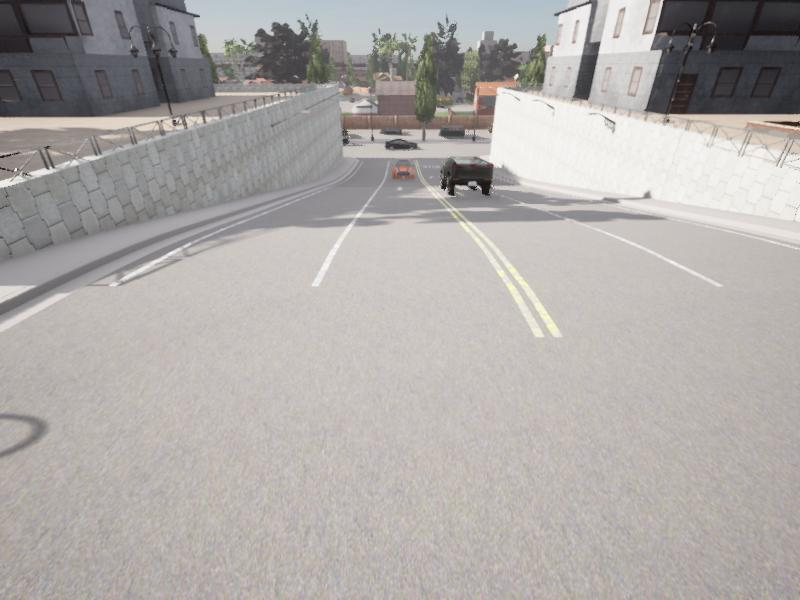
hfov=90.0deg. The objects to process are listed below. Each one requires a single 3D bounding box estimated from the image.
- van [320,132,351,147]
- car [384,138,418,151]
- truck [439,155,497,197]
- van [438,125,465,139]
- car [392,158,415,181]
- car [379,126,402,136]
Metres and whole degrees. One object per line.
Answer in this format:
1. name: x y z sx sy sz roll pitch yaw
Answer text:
1. van: -10.208 -25.619 63.751 4.442 1.987 1.775 0 30 0
2. car: 0.168 -23.673 60.849 5.008 1.535 1.882 0 30 0
3. truck: 3.810 -7.471 23.844 2.390 2.098 6.274 0 19 0
4. van: 9.093 -29.687 70.667 4.442 1.987 1.775 0 30 0
5. car: 0.321 -12.424 37.967 2.097 1.767 4.553 0 22 0
6. car: -1.645 -31.172 73.837 4.181 1.385 1.994 0 30 0
